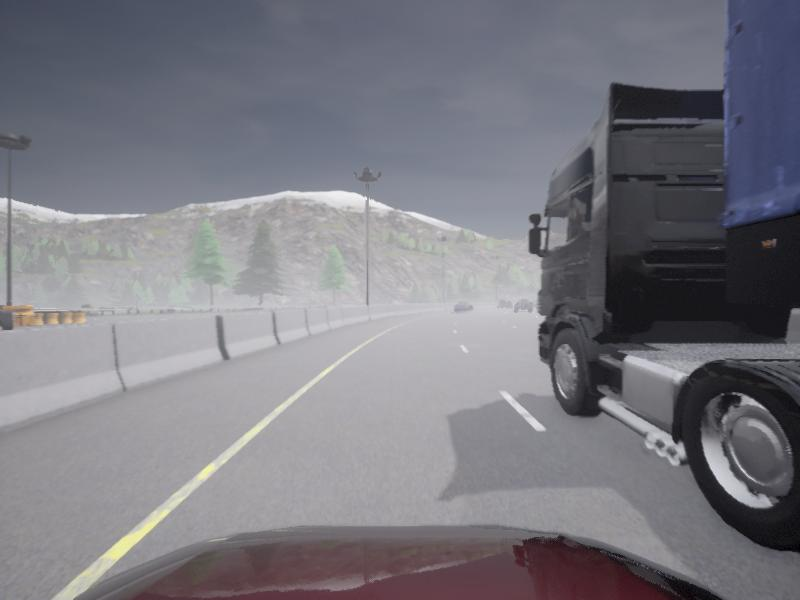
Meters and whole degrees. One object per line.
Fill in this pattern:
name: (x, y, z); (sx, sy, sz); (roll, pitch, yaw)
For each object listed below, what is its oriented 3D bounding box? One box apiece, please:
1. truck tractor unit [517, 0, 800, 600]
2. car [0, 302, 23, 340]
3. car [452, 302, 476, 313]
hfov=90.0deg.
truck tractor unit: (3.525, -0.515, 3.679); (3.053, 4.208, 6.516); (0, 0, 1)
car: (-17.132, 0.827, 14.568); (1.882, 1.535, 5.008); (0, 0, 4)
car: (8.756, 0.938, 54.361); (2.033, 1.411, 5.357); (0, 0, 22)
